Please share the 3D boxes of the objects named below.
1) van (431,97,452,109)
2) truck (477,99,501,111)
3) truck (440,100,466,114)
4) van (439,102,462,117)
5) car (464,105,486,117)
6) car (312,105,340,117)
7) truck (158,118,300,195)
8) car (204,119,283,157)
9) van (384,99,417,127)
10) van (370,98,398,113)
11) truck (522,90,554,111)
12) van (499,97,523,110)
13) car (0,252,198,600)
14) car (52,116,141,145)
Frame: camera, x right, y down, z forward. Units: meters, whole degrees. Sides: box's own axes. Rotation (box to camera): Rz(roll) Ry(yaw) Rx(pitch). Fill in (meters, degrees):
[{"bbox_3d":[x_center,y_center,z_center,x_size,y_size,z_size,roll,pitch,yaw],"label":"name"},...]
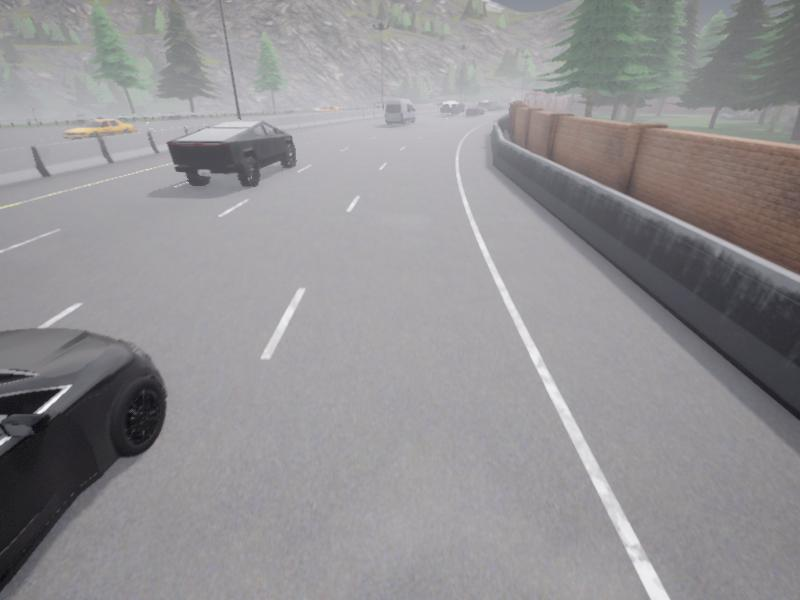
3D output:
[{"bbox_3d":[9.836,-46.613,94.608,1.988,2.561,5.915,19,33,32],"label":"van"},{"bbox_3d":[18.906,-41.264,84.692,2.390,2.098,6.274,19,33,32],"label":"truck"},{"bbox_3d":[9.604,-34.650,71.823,2.390,2.098,6.274,14,30,26],"label":"truck"},{"bbox_3d":[7.815,-29.580,62.023,2.069,2.038,4.480,13,30,23],"label":"van"},{"bbox_3d":[11.756,-29.411,62.232,1.882,1.535,5.008,13,30,23],"label":"car"},{"bbox_3d":[-11.408,-29.296,62.051,1.882,1.535,5.008,11,29,20],"label":"car"},{"bbox_3d":[-6.265,-5.982,15.999,2.390,2.098,6.274,2,27,5],"label":"truck"},{"bbox_3d":[-9.034,-9.648,23.617,2.242,1.667,4.611,3,27,7],"label":"car"},{"bbox_3d":[0.165,-20.955,44.679,1.988,2.561,5.915,8,28,16],"label":"van"},{"bbox_3d":[-2.949,-37.629,77.287,2.351,2.431,6.366,14,30,26],"label":"van"},{"bbox_3d":[30.072,-43.423,86.986,2.891,3.827,8.468,21,34,35],"label":"truck"},{"bbox_3d":[25.648,-45.371,92.318,2.351,2.431,6.366,21,34,35],"label":"van"},{"bbox_3d":[-3.485,1.338,2.202,2.242,1.667,4.611,0,27,1],"label":"car"},{"bbox_3d":[-22.026,-12.569,29.431,1.801,1.575,5.366,5,28,8],"label":"car"}]
